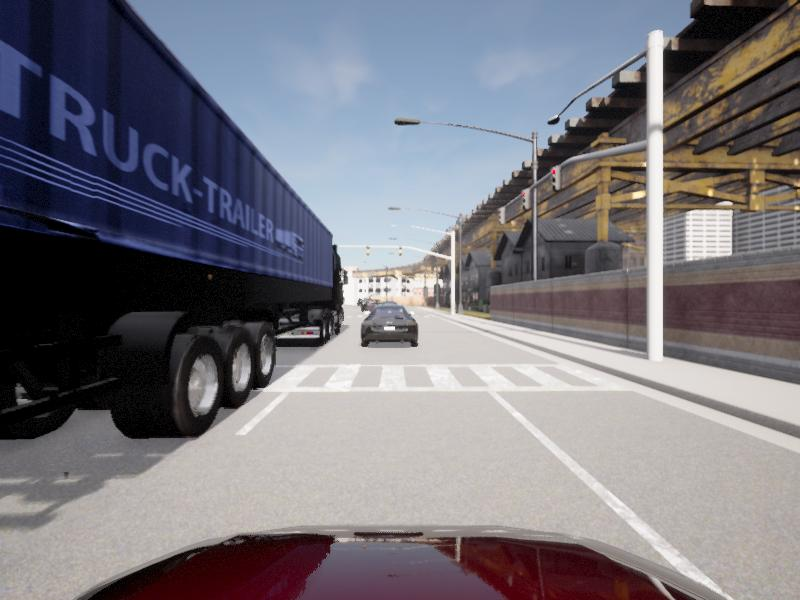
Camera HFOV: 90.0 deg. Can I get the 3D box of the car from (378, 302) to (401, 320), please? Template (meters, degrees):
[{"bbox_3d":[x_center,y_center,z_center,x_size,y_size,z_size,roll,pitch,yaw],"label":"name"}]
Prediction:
[{"bbox_3d":[-0.892,0.862,34.286,1.812,1.442,4.674,0,0,-1],"label":"car"}]

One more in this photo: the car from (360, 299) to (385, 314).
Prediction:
[{"bbox_3d":[-3.448,0.745,49.072,2.242,1.667,4.611,0,0,-15],"label":"car"}]

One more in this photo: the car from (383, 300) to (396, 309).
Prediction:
[{"bbox_3d":[-1.807,0.821,69.187,2.128,1.511,4.902,0,0,-2],"label":"car"}]

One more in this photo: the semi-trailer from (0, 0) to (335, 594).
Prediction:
[{"bbox_3d":[-3.693,-0.620,8.516,2.717,4.402,14.254,0,0,-2],"label":"semi-trailer"}]

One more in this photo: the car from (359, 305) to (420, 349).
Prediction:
[{"bbox_3d":[-0.393,0.903,15.110,1.994,1.385,4.181,0,0,-1],"label":"car"}]

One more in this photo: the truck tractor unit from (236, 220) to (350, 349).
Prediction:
[{"bbox_3d":[-3.931,-0.527,16.426,3.053,4.208,6.516,0,0,-2],"label":"truck tractor unit"}]
